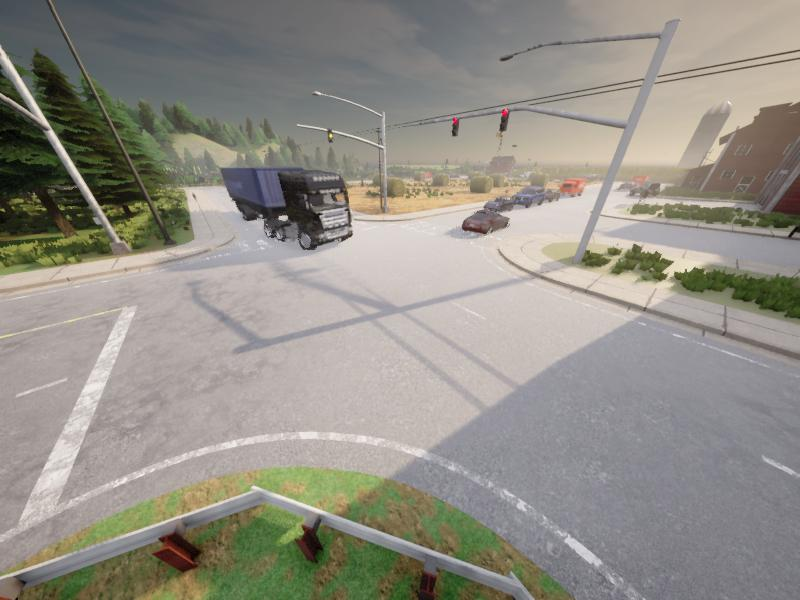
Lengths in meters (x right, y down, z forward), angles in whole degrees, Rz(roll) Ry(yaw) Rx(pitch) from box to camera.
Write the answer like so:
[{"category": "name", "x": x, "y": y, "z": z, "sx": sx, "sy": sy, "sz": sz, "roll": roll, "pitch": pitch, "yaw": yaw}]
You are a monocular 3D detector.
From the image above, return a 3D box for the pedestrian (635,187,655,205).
[{"category": "pedestrian", "x": 28.812, "y": -12.249, "z": 27.205, "sx": 0.751, "sy": 1.860, "sz": 0.751, "roll": 10, "pitch": 32, "yaw": 17}]

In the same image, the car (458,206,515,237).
[{"category": "car", "x": 6.487, "y": -5.910, "z": 17.163, "sx": 4.181, "sy": 1.385, "sz": 1.994, "roll": -25, "pitch": 38, "yaw": -36}]

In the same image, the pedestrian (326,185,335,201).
[{"category": "pedestrian", "x": -9.216, "y": -14.263, "z": 30.805, "sx": 0.751, "sy": 1.860, "sz": 0.751, "roll": 0, "pitch": 30, "yaw": 0}]

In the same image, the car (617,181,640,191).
[{"category": "car", "x": 45.918, "y": -22.930, "z": 46.387, "sx": 5.027, "sy": 1.651, "sz": 2.152, "roll": -23, "pitch": 37, "yaw": -34}]

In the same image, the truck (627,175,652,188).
[{"category": "truck", "x": 54.681, "y": -27.047, "z": 52.668, "sx": 5.204, "sy": 2.467, "sz": 2.627, "roll": -23, "pitch": 37, "yaw": -34}]

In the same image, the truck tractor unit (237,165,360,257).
[{"category": "truck tractor unit", "x": -6.033, "y": -5.664, "z": 13.939, "sx": 6.516, "sy": 4.208, "sz": 3.053, "roll": 21, "pitch": 36, "yaw": 32}]

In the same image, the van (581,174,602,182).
[{"category": "van", "x": 61.853, "y": -39.452, "z": 74.647, "sx": 2.069, "sy": 2.038, "sz": 4.480, "roll": -23, "pitch": 37, "yaw": -34}]

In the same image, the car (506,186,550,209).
[{"category": "car", "x": 15.392, "y": -12.350, "z": 27.640, "sx": 5.566, "sy": 2.045, "sz": 2.150, "roll": -23, "pitch": 37, "yaw": -34}]

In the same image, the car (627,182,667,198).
[{"category": "car", "x": 37.519, "y": -16.849, "z": 35.271, "sx": 1.905, "sy": 1.878, "sz": 3.866, "roll": -2, "pitch": 28, "yaw": 9}]

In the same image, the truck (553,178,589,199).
[{"category": "truck", "x": 26.490, "y": -17.303, "z": 35.769, "sx": 5.204, "sy": 2.467, "sz": 2.627, "roll": -24, "pitch": 37, "yaw": -34}]

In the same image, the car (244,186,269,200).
[{"category": "car", "x": -21.694, "y": -16.208, "z": 34.890, "sx": 2.038, "sy": 1.542, "sz": 4.974, "roll": -22, "pitch": 37, "yaw": -33}]

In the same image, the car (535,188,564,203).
[{"category": "car", "x": 20.426, "y": -14.296, "z": 31.502, "sx": 3.705, "sy": 1.549, "sz": 1.789, "roll": -23, "pitch": 37, "yaw": -34}]

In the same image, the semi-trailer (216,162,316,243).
[{"category": "semi-trailer", "x": -11.494, "y": -8.596, "z": 18.813, "sx": 2.717, "sy": 4.402, "sz": 14.254, "roll": -24, "pitch": 38, "yaw": -34}]

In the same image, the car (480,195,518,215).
[{"category": "car", "x": 10.235, "y": -9.931, "z": 23.957, "sx": 3.633, "sy": 1.501, "sz": 1.845, "roll": -23, "pitch": 37, "yaw": -34}]

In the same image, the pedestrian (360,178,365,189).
[{"category": "pedestrian", "x": -7.807, "y": -24.264, "z": 48.101, "sx": 0.751, "sy": 1.860, "sz": 0.751, "roll": -7, "pitch": 31, "yaw": -12}]
